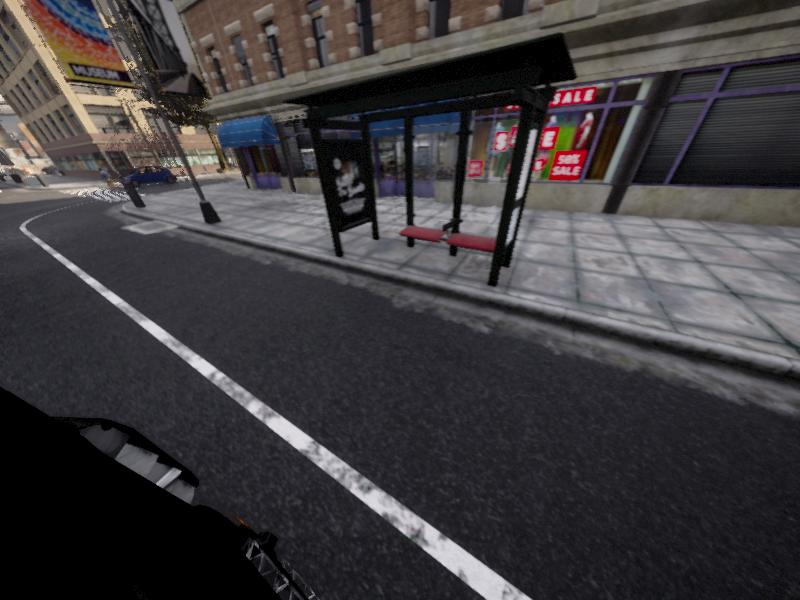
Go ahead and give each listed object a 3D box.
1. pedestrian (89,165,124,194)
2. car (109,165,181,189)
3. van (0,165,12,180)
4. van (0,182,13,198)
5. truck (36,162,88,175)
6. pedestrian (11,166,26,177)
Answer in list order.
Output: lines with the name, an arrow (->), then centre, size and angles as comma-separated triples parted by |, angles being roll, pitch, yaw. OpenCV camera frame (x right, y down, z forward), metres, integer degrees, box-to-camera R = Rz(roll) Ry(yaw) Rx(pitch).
pedestrian -> -22.719, -9.342, 17.933 | 0.751, 1.860, 0.751 | 11, 36, 20
car -> -24.133, -11.804, 22.027 | 1.851, 1.617, 3.988 | 18, 39, 28
van -> -75.199, -22.585, 40.979 | 1.988, 2.561, 5.915 | 16, 38, 26
van -> -34.312, -8.850, 17.872 | 4.480, 2.038, 2.069 | 1, 34, 6
truck -> -78.512, -30.623, 53.793 | 2.390, 2.098, 6.274 | 16, 38, 26
pedestrian -> -79.729, -26.808, 48.288 | 0.751, 1.860, 0.751 | 10, 36, 19
